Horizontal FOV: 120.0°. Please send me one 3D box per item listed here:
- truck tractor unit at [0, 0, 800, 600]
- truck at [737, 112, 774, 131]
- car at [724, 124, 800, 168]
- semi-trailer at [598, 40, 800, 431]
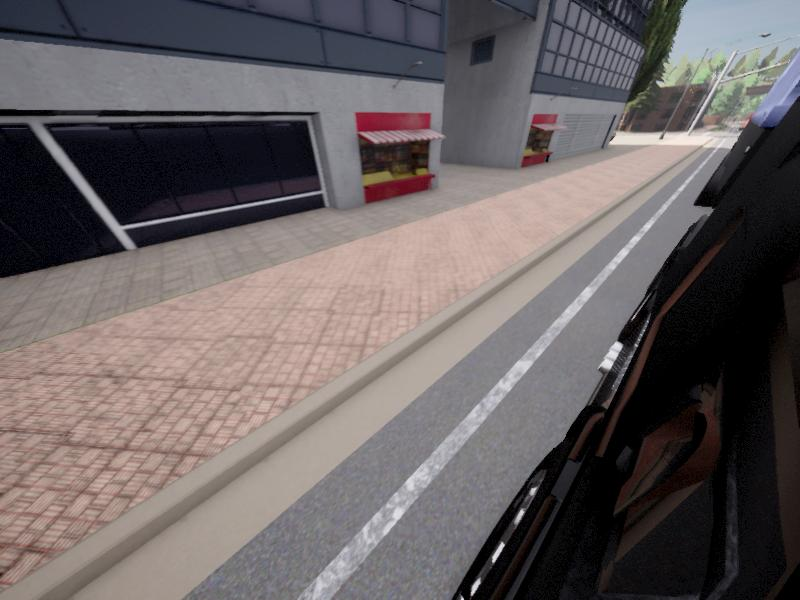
[{"bbox_3d":[2.645,-0.295,0.351,6.516,4.208,3.053,-28,44,-30],"label":"truck tractor unit"},{"bbox_3d":[62.272,-31.360,40.559,5.204,2.467,2.627,-28,44,-30],"label":"truck"},{"bbox_3d":[20.338,-8.686,12.879,5.238,1.638,1.930,-29,44,-30],"label":"car"},{"bbox_3d":[8.685,-3.587,4.281,14.254,4.402,2.717,-28,44,-30],"label":"semi-trailer"}]
